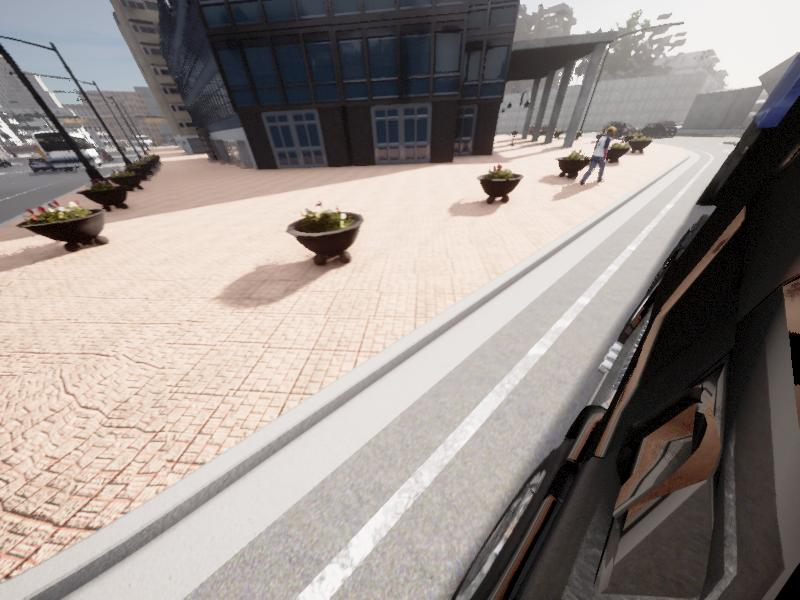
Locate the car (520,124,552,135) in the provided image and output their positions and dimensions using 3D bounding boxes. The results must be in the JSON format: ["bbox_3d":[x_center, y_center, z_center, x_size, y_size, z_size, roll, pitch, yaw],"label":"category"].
[{"bbox_3d":[28.254,-35.397,48.098,2.152,1.651,5.027,-23,41,-25],"label":"car"}]

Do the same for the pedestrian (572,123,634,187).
[{"bbox_3d":[7.190,-5.167,8.311,0.751,1.860,0.751,-6,37,-5],"label":"pedestrian"}]

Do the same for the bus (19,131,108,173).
[{"bbox_3d":[-46.447,-20.987,32.621,3.944,4.253,10.273,-28,43,-30],"label":"bus"}]

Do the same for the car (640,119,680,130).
[{"bbox_3d":[54.159,-36.610,48.300,5.027,1.651,2.152,3,37,8],"label":"car"}]

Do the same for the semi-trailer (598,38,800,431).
[{"bbox_3d":[8.698,-3.595,4.242,14.254,4.402,2.717,-28,43,-30],"label":"semi-trailer"}]

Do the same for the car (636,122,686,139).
[{"bbox_3d":[32.075,-20.986,28.547,1.845,1.501,3.633,-4,37,-1],"label":"car"}]

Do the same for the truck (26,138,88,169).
[{"bbox_3d":[-56.768,-24.575,38.610,2.891,3.827,8.468,-28,44,-30],"label":"truck"}]

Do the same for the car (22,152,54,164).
[{"bbox_3d":[-74.393,-29.241,47.558,2.242,1.667,4.611,-28,45,-30],"label":"car"}]

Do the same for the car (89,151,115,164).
[{"bbox_3d":[-58.661,-28.124,45.535,2.152,1.651,5.027,-28,44,-30],"label":"car"}]

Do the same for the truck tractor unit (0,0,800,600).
[{"bbox_3d":[2.645,-0.295,0.351,6.516,4.208,3.053,-28,44,-30],"label":"truck tractor unit"}]

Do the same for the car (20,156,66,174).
[{"bbox_3d":[-49.354,-18.801,32.085,2.033,1.649,4.856,-28,43,-30],"label":"car"}]

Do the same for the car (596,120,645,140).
[{"bbox_3d":[28.481,-22.147,30.033,1.932,1.855,4.605,-1,39,2],"label":"car"}]
